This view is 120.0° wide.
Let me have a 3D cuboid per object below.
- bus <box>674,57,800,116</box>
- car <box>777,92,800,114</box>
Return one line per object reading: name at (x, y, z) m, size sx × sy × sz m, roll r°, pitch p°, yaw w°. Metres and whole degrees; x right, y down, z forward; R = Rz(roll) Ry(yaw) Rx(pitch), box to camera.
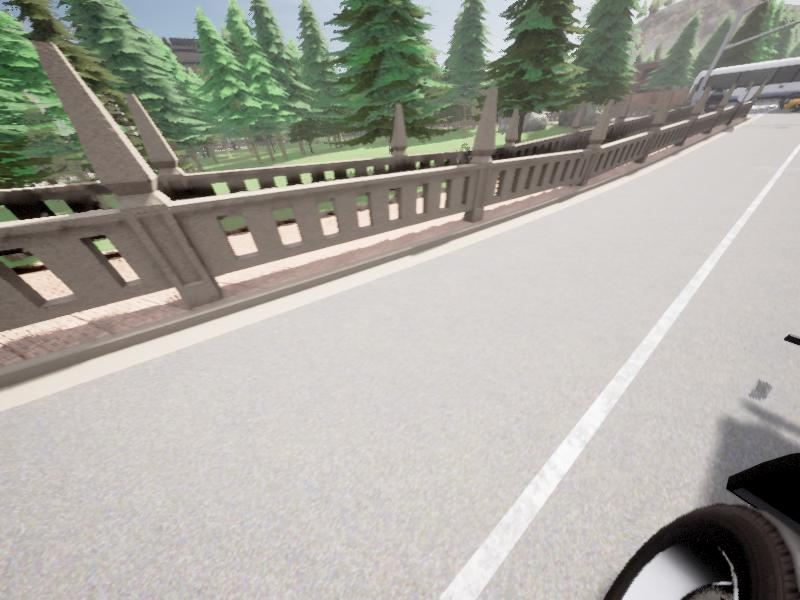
bus at (40.740, -24.605, 26.759) m, size 3.944 × 4.253 × 10.273 m, roll -28°, pitch 43°, yaw -25°
car at (38.616, -17.858, 20.737) m, size 1.801 × 1.575 × 5.366 m, roll 1°, pitch 39°, yaw 10°
